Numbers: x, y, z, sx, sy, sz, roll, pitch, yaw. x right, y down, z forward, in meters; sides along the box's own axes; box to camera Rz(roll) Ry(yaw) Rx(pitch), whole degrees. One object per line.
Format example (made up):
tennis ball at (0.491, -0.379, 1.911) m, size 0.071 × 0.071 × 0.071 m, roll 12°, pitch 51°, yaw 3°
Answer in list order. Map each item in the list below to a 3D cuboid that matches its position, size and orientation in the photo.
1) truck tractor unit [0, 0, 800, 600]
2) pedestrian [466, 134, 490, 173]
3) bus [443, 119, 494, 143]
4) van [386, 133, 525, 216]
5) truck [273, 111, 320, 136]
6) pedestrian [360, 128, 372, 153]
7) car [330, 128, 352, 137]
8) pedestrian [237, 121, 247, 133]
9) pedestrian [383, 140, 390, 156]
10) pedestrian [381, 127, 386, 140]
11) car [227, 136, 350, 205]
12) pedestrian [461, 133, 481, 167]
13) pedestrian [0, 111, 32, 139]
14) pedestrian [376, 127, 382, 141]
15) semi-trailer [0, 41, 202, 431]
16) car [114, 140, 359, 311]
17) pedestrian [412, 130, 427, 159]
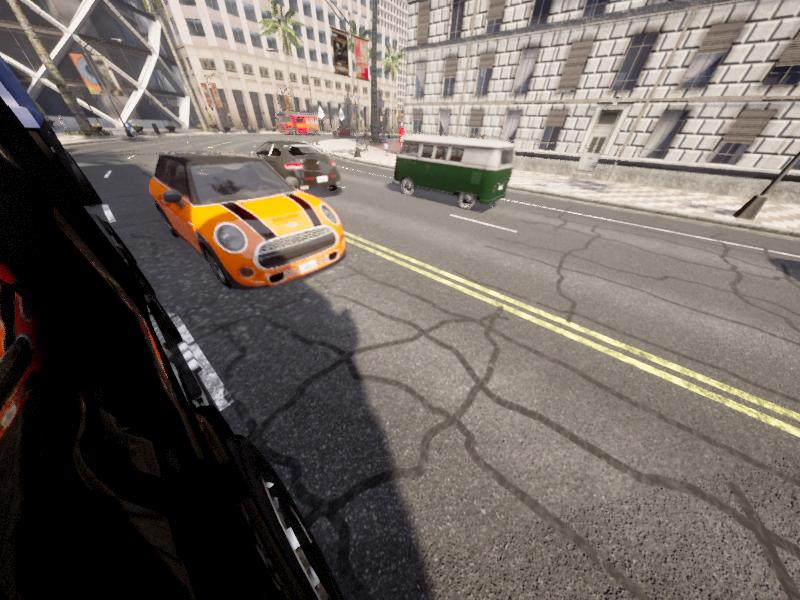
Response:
truck tractor unit at (-2.645, -0.295, 0.351) m, size 6.516 × 4.208 × 3.053 m, roll 28°, pitch 44°, yaw 30°
pedestrian at (4.588, -8.605, 13.606) m, size 0.751 × 1.860 × 0.751 m, roll 24°, pitch 42°, yaw 26°
bus at (16.091, -40.471, 55.270) m, size 10.273 × 4.253 × 3.944 m, roll 28°, pitch 43°, yaw 30°
van at (1.702, -4.816, 8.542) m, size 4.442 × 1.987 × 1.775 m, roll 29°, pitch 44°, yaw 30°
truck at (-21.192, -36.742, 48.268) m, size 2.891 × 3.827 × 8.468 m, roll 21°, pitch 40°, yaw 23°
pedestrian at (-3.083, -14.594, 21.131) m, size 0.751 × 1.860 × 0.751 m, roll -27°, pitch 46°, yaw -34°
car at (-13.581, -38.747, 53.355) m, size 2.007 × 1.525 × 4.514 m, roll 26°, pitch 43°, yaw 28°
pedestrian at (-30.601, -33.573, 44.774) m, size 0.751 × 1.860 × 0.751 m, roll 12°, pitch 38°, yaw 12°
pedestrian at (-1.180, -13.025, 19.787) m, size 0.500 × 1.100 × 0.500 m, roll -11°, pitch 39°, yaw -18°
pedestrian at (-3.158, -31.018, 43.102) m, size 0.751 × 1.860 × 0.751 m, roll 9°, pitch 37°, yaw 9°
car at (-4.495, -5.369, 9.192) m, size 5.027 × 1.651 × 2.152 m, roll 30°, pitch 45°, yaw 32°
pedestrian at (4.892, -10.364, 15.979) m, size 0.751 × 1.860 × 0.751 m, roll 28°, pitch 43°, yaw 29°
pedestrian at (-32.602, -14.764, 19.479) m, size 0.751 × 1.860 × 0.751 m, roll 23°, pitch 41°, yaw 25°
pedestrian at (-3.660, -28.552, 39.771) m, size 0.751 × 1.860 × 0.751 m, roll 27°, pitch 43°, yaw 29°
semi-trailer at (-8.705, -3.600, 4.220) m, size 14.254 × 4.402 × 2.717 m, roll 28°, pitch 44°, yaw 30°
car at (-3.195, -1.940, 4.544) m, size 4.553 × 1.767 × 2.097 m, roll 28°, pitch 44°, yaw 30°
pedestrian at (1.584, -12.608, 18.770) m, size 0.751 × 1.860 × 0.751 m, roll -29°, pitch 47°, yaw -35°
